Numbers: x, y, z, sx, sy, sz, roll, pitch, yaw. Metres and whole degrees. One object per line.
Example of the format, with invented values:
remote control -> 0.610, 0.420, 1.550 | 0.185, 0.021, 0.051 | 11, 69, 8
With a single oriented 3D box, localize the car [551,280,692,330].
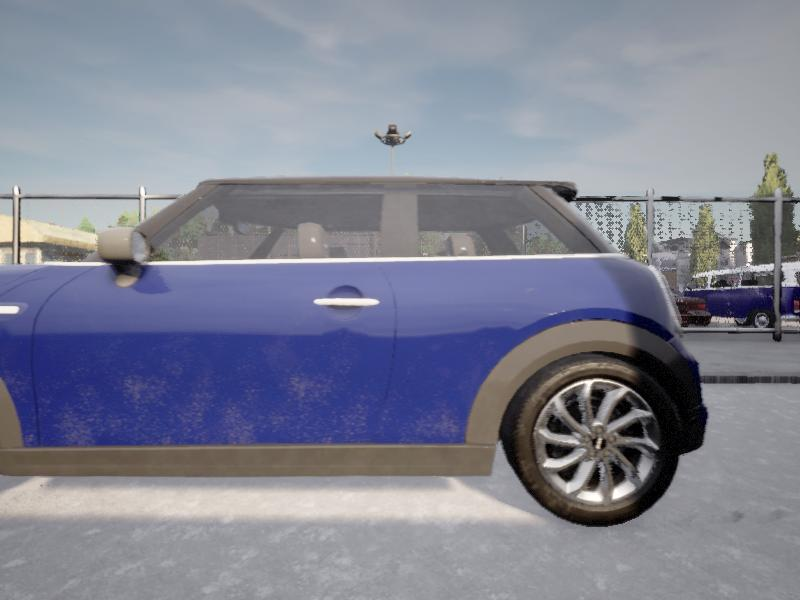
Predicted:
car -> 7.193, 0.152, 13.276 | 3.705, 1.547, 1.789 | 0, 0, 0

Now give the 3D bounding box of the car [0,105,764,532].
car -> -0.767, 0.070, 2.718 | 4.553, 1.767, 2.097 | 0, 0, 0
